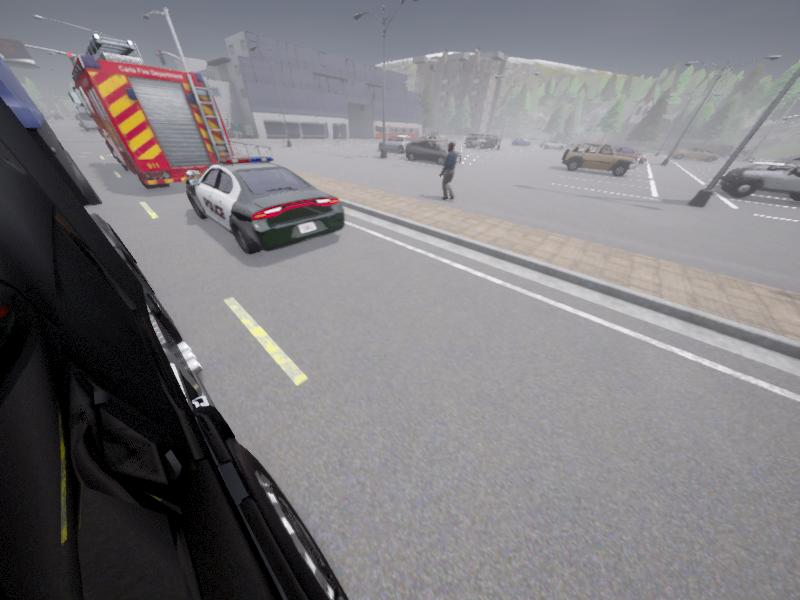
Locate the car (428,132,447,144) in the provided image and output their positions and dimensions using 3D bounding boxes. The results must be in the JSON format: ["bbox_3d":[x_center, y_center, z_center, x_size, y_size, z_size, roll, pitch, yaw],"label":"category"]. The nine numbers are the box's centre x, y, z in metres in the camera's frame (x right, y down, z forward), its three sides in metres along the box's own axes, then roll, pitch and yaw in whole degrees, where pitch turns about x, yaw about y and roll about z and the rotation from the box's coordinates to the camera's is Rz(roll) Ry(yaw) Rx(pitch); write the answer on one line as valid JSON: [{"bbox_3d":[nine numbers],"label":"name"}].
[{"bbox_3d":[8.030,-34.592,49.275,1.905,1.878,3.866,29,44,31],"label":"car"}]

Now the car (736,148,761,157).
[{"bbox_3d":[89.002,-37.689,59.004,1.789,1.549,3.705,18,39,20],"label":"car"}]

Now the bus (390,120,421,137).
[{"bbox_3d":[1.684,-58.915,79.509,10.273,4.253,3.944,29,44,30],"label":"bus"}]

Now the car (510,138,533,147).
[{"bbox_3d":[25.950,-33.622,49.290,3.633,1.501,1.845,29,44,31],"label":"car"}]

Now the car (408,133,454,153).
[{"bbox_3d":[3.639,-18.943,27.790,5.027,1.636,2.152,29,44,31],"label":"car"}]

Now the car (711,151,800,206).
[{"bbox_3d":[18.430,-5.719,10.900,3.866,1.878,1.905,29,44,31],"label":"car"}]

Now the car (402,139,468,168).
[{"bbox_3d":[2.560,-11.421,17.879,4.514,1.523,2.007,29,44,31],"label":"car"}]

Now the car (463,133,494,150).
[{"bbox_3d":[12.048,-24.506,35.667,3.866,1.878,1.905,29,44,31],"label":"car"}]

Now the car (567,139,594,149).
[{"bbox_3d":[43.698,-37.770,55.901,4.605,1.855,1.932,29,44,30],"label":"car"}]

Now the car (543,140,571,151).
[{"bbox_3d":[29.577,-29.240,43.670,3.806,1.475,1.970,29,44,31],"label":"car"}]

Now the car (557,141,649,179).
[{"bbox_3d":[14.665,-10.394,16.956,4.605,1.855,1.932,29,44,31],"label":"car"}]

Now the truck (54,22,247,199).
[{"bbox_3d":[-10.262,-7.240,9.506,8.468,3.827,2.891,29,44,31],"label":"truck"}]

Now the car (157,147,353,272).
[{"bbox_3d":[-3.613,-2.592,5.629,4.974,1.542,2.038,29,44,31],"label":"car"}]

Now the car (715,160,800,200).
[{"bbox_3d":[21.063,-6.666,12.817,3.806,1.475,1.970,29,44,31],"label":"car"}]

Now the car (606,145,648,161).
[{"bbox_3d":[29.975,-19.555,30.605,3.633,1.501,1.845,29,44,31],"label":"car"}]

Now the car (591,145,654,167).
[{"bbox_3d":[23.378,-15.293,24.427,4.514,1.523,2.007,29,44,31],"label":"car"}]

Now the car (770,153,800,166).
[{"bbox_3d":[65.558,-22.978,37.832,2.163,1.488,4.792,1,37,-2],"label":"car"}]

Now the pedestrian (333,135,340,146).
[{"bbox_3d":[-8.017,-20.184,29.283,0.500,1.100,0.500,29,44,30],"label":"pedestrian"}]

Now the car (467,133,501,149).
[{"bbox_3d":[13.646,-25.911,37.688,4.605,1.855,1.932,29,44,31],"label":"car"}]

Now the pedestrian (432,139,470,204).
[{"bbox_3d":[1.737,-4.476,8.072,0.751,1.860,0.751,29,44,30],"label":"pedestrian"}]

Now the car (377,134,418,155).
[{"bbox_3d":[-0.338,-15.986,23.699,3.806,1.475,1.970,29,44,31],"label":"car"}]

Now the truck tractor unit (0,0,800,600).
[{"bbox_3d":[-2.645,-0.295,0.351,6.516,4.208,3.053,28,44,30],"label":"truck tractor unit"}]

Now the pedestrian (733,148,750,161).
[{"bbox_3d":[59.285,-25.246,40.102,0.751,1.860,0.751,31,45,32],"label":"pedestrian"}]

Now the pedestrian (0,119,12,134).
[{"bbox_3d":[-38.859,-17.082,22.182,0.751,1.860,0.751,21,40,22],"label":"pedestrian"}]

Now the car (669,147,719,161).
[{"bbox_3d":[45.556,-22.805,36.011,4.514,1.523,2.007,29,44,31],"label":"car"}]

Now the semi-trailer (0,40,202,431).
[{"bbox_3d":[-8.714,-3.590,4.217,14.254,4.402,2.717,28,43,30],"label":"semi-trailer"}]

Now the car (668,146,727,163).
[{"bbox_3d":[43.535,-21.441,34.037,5.027,1.636,2.152,29,44,31],"label":"car"}]
